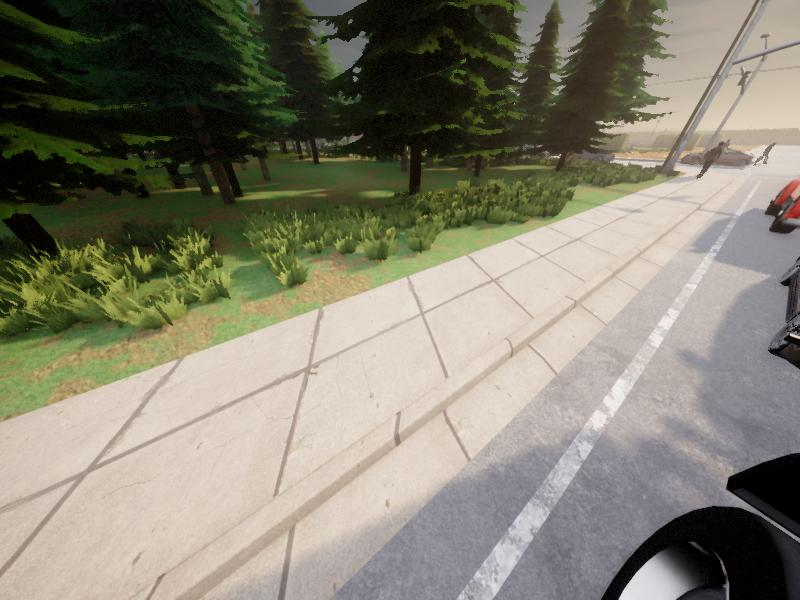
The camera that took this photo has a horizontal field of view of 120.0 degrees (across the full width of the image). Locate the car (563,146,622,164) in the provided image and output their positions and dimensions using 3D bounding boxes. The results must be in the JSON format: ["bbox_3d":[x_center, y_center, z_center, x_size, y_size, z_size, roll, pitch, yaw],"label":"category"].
[{"bbox_3d":[20.228,-15.418,24.523,1.994,1.385,4.181,-22,41,-28],"label":"car"}]

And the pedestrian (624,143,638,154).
[{"bbox_3d":[33.499,-21.975,33.451,0.751,1.300,0.751,8,36,12],"label":"pedestrian"}]

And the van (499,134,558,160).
[{"bbox_3d":[15.932,-19.414,29.208,1.988,2.561,5.915,-22,41,-28],"label":"van"}]

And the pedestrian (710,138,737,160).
[{"bbox_3d":[33.566,-15.653,23.996,0.751,1.860,0.751,22,41,28],"label":"pedestrian"}]

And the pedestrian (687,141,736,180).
[{"bbox_3d":[17.631,-7.929,13.131,0.751,1.860,0.751,-17,39,-23],"label":"pedestrian"}]

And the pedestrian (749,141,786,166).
[{"bbox_3d":[32.780,-13.093,20.639,0.751,1.860,0.751,22,41,28],"label":"pedestrian"}]

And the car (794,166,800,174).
[{"bbox_3d":[28.911,-8.513,14.381,2.242,1.667,4.611,16,38,21],"label":"car"}]

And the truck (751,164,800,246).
[{"bbox_3d":[12.430,-3.011,5.961,5.204,2.467,2.627,-23,41,-29],"label":"truck"}]

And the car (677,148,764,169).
[{"bbox_3d":[28.069,-12.624,20.494,4.181,1.385,1.994,28,44,34],"label":"car"}]

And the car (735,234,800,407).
[{"bbox_3d":[6.441,-0.038,2.633,4.902,1.511,2.128,-22,41,-28],"label":"car"}]
